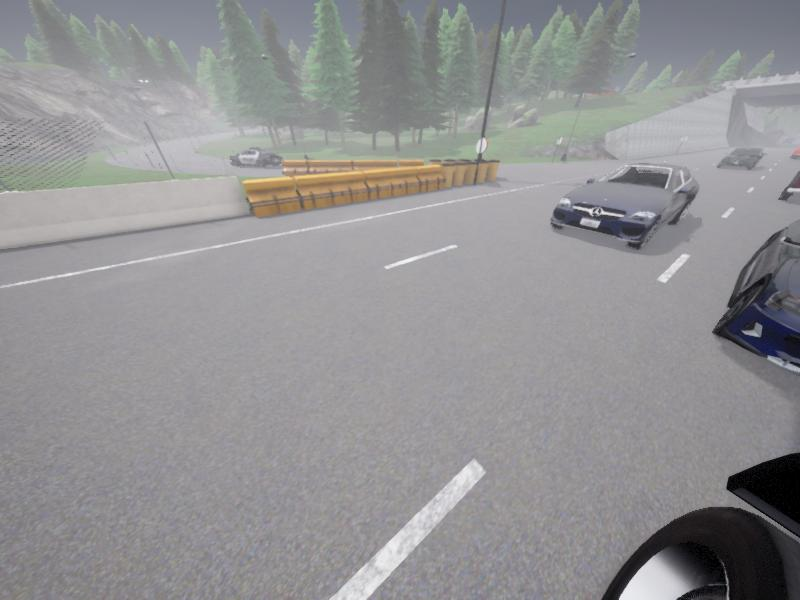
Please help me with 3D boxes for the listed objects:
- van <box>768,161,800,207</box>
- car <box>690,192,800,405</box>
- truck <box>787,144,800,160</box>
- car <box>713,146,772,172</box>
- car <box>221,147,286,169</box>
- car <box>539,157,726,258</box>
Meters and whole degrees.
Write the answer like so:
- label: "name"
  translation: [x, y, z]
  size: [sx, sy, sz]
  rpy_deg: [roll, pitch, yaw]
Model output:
- label: "van"
  translation: [17.376, -5.028, 9.143]
  size: [4.480, 2.038, 2.069]
  rpy_deg: [-22, 41, -28]
- label: "car"
  translation: [6.194, -0.294, 2.883]
  size: [4.856, 1.649, 2.033]
  rpy_deg: [-22, 41, -28]
- label: "truck"
  translation: [46.648, -17.126, 25.737]
  size: [5.204, 2.467, 2.627]
  rpy_deg: [-22, 40, -28]
- label: "car"
  translation: [27.935, -11.569, 18.824]
  size: [4.892, 1.490, 1.837]
  rpy_deg: [-22, 41, -28]
- label: "car"
  translation: [-13.641, -13.305, 21.572]
  size: [4.974, 1.542, 2.038]
  rpy_deg: [11, 37, 16]
- label: "car"
  translation: [6.703, -2.968, 6.664]
  size: [5.027, 1.651, 2.152]
  rpy_deg: [-22, 41, -28]
